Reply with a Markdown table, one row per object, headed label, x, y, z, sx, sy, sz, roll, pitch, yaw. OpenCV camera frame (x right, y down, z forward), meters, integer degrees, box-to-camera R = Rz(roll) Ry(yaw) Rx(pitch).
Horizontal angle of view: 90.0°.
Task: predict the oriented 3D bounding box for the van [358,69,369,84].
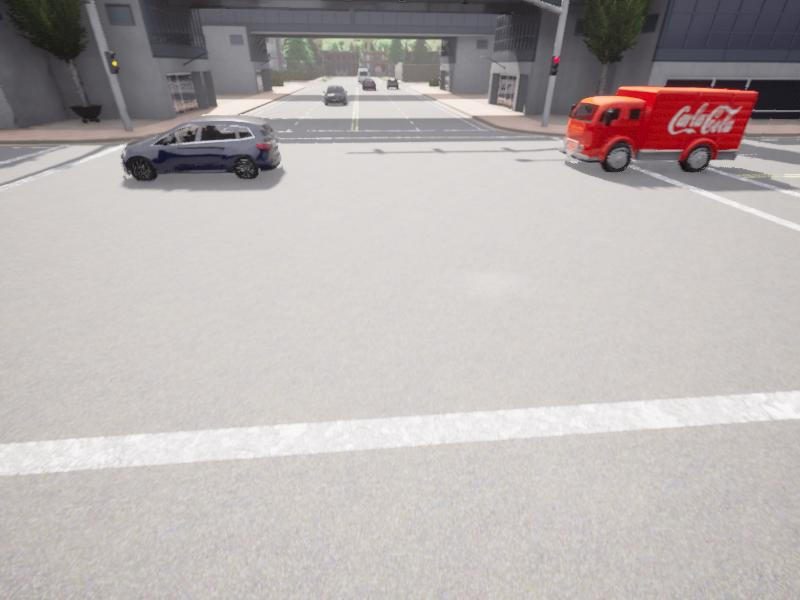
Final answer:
| label | x | y | z | sx | sy | sz | roll | pitch | yaw |
| --- | --- | --- | --- | --- | --- | --- | --- | --- | --- |
| van | -7.194 | -43.797 | 78.273 | 1.988 | 2.561 | 5.915 | -3 | 31 | -6 |

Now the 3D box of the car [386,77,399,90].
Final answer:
| label | x | y | z | sx | sy | sz | roll | pitch | yaw |
| --- | --- | --- | --- | --- | --- | --- | --- | --- | --- |
| car | -1.134 | -32.410 | 59.802 | 1.851 | 1.617 | 3.988 | -1 | 30 | -3 |

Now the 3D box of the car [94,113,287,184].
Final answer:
| label | x | y | z | sx | sy | sz | roll | pitch | yaw |
| --- | --- | --- | --- | --- | --- | --- | --- | --- | --- |
| car | -6.149 | -4.798 | 12.485 | 4.611 | 1.667 | 2.242 | -3 | 30 | -5 |

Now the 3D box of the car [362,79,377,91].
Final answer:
| label | x | y | z | sx | sy | sz | roll | pitch | yaw |
| --- | --- | --- | --- | --- | --- | --- | --- | --- | --- |
| car | -4.515 | -31.315 | 58.127 | 1.994 | 1.385 | 4.181 | -2 | 30 | -5 |

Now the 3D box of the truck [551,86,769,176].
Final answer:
| label | x | y | z | sx | sy | sz | roll | pitch | yaw |
| --- | --- | --- | --- | --- | --- | --- | --- | --- | --- |
| truck | 8.430 | -5.816 | 13.606 | 5.204 | 2.467 | 2.627 | -2 | 30 | -5 |

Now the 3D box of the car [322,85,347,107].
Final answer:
| label | x | y | z | sx | sy | sz | roll | pitch | yaw |
| --- | --- | --- | --- | --- | --- | --- | --- | --- | --- |
| car | -5.713 | -18.197 | 35.568 | 1.837 | 1.490 | 4.892 | -2 | 30 | -5 |
